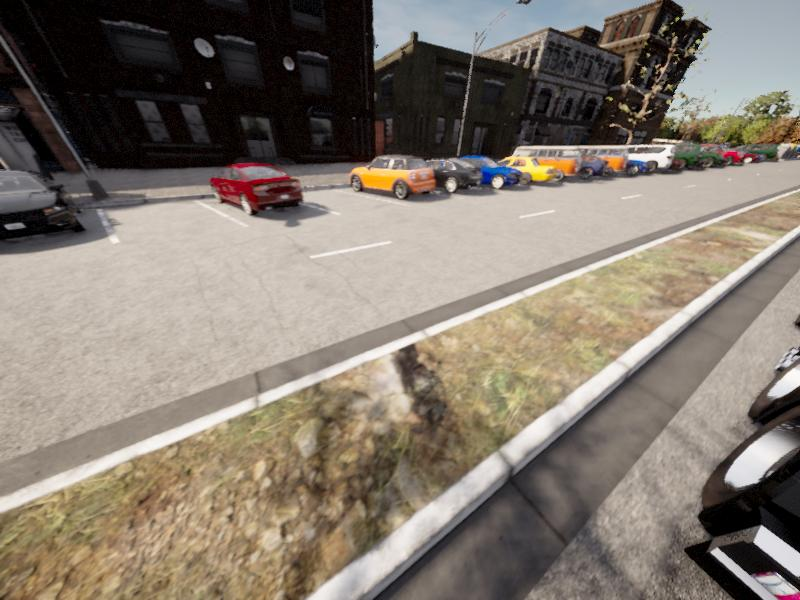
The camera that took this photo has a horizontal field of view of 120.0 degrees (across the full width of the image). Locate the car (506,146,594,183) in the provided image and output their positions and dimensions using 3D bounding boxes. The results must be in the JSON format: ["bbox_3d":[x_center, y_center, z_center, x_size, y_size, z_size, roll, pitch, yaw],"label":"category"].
[{"bbox_3d":[10.201,-9.533,16.094,4.442,1.987,1.878,27,42,34],"label":"car"}]

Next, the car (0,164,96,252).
[{"bbox_3d":[-11.054,-2.874,6.652,5.008,1.535,2.097,25,41,32],"label":"car"}]

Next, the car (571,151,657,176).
[{"bbox_3d":[18.107,-11.743,19.764,5.008,1.535,2.097,27,42,34],"label":"car"}]

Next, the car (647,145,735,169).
[{"bbox_3d":[31.445,-15.847,25.382,5.566,2.045,2.435,27,42,34],"label":"car"}]

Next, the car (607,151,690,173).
[{"bbox_3d":[23.432,-13.306,22.074,5.008,1.535,2.097,27,42,34],"label":"car"}]

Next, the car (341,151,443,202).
[{"bbox_3d":[-0.508,-6.285,11.469,4.553,1.767,2.185,26,42,33],"label":"car"}]

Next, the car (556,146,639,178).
[{"bbox_3d":[15.533,-11.105,18.417,4.442,1.987,1.878,27,42,34],"label":"car"}]

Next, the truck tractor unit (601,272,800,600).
[{"bbox_3d":[5.124,-0.283,0.775,6.516,4.208,3.053,-17,38,-24],"label":"truck tractor unit"}]

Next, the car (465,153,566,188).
[{"bbox_3d":[7.306,-8.668,15.212,5.366,1.575,1.946,27,43,34],"label":"car"}]

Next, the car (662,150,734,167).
[{"bbox_3d":[34.107,-16.394,26.692,4.792,1.488,2.163,27,42,34],"label":"car"}]

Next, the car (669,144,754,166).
[{"bbox_3d":[36.774,-17.409,27.691,5.566,2.045,2.435,27,42,34],"label":"car"}]

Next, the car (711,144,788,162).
[{"bbox_3d":[50.101,-21.325,33.461,5.566,2.045,2.435,27,43,34],"label":"car"}]

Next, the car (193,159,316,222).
[{"bbox_3d":[-5.804,-4.546,9.122,5.008,1.535,2.097,26,42,32],"label":"car"}]

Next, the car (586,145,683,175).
[{"bbox_3d":[20.748,-12.739,20.788,5.566,2.045,2.435,27,43,34],"label":"car"}]

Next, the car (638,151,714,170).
[{"bbox_3d":[28.781,-14.832,24.382,4.792,1.488,2.163,27,42,34],"label":"car"}]

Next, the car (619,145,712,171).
[{"bbox_3d":[26.070,-14.301,23.097,5.566,2.045,2.435,27,43,34],"label":"car"}]

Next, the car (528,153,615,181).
[{"bbox_3d":[12.753,-10.161,17.478,4.792,1.488,2.163,27,43,34],"label":"car"}]

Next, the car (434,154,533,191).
[{"bbox_3d":[4.786,-7.809,13.947,5.008,1.535,2.097,26,42,33],"label":"car"}]

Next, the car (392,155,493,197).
[{"bbox_3d":[2.138,-6.995,12.745,4.892,1.521,2.231,26,42,33],"label":"car"}]
